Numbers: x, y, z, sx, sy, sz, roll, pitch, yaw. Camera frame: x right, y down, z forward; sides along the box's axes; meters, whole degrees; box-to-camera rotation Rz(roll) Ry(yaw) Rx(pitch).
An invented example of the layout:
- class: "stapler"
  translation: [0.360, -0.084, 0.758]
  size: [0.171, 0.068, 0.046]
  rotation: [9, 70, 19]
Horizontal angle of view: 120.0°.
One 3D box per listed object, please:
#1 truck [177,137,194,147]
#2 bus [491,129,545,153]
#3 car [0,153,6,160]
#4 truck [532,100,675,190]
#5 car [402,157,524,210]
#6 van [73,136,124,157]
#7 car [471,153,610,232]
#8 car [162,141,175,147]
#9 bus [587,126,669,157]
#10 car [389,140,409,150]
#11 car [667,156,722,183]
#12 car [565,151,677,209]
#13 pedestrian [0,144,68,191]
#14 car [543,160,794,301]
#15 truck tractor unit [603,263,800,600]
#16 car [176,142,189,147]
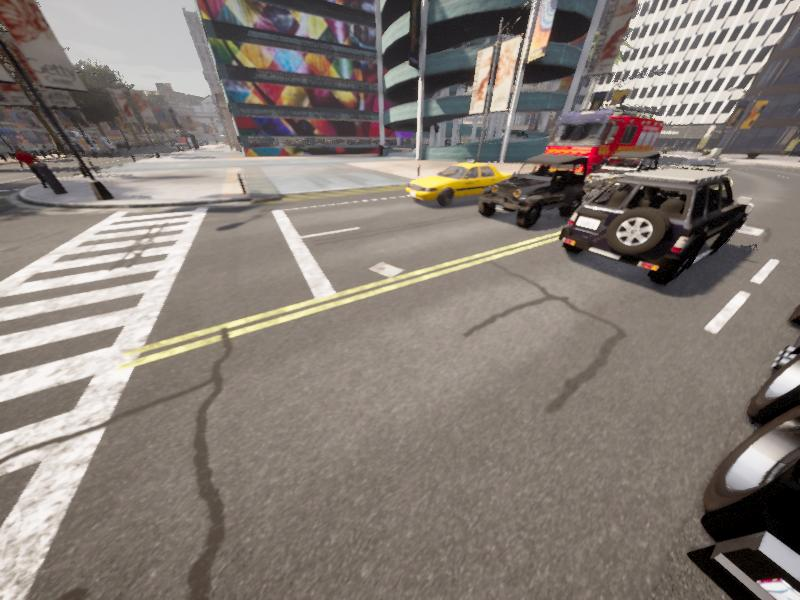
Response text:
- class: "truck"
  translation: [-71.452, -52.739, 77.038]
  size: [2.627, 2.467, 5.204]
  rotation: [-18, 39, -25]
- class: "bus"
  translation: [26.999, -36.963, 53.678]
  size: [3.944, 4.253, 10.273]
  rotation: [-15, 39, -22]
- class: "car"
  translation: [-48.531, -16.778, 26.289]
  size: [1.851, 1.617, 3.988]
  rotation: [-18, 39, -25]
- class: "truck"
  translation: [12.869, -9.654, 14.664]
  size: [8.468, 3.827, 2.891]
  rotation: [-20, 40, -27]
- class: "car"
  translation: [2.861, -5.416, 10.441]
  size: [5.366, 1.575, 1.801]
  rotation: [-18, 39, -25]
- class: "van"
  translation: [-45.996, -23.699, 35.546]
  size: [2.351, 2.431, 6.366]
  rotation: [-18, 39, -25]
- class: "car"
  translation: [4.694, -3.840, 7.919]
  size: [3.866, 1.878, 1.905]
  rotation: [-19, 39, -25]
- class: "car"
  translation: [-69.918, -47.061, 69.712]
  size: [1.845, 1.501, 3.633]
  rotation: [-19, 39, -26]
- class: "bus"
  translation: [41.475, -29.428, 42.985]
  size: [3.944, 4.253, 10.273]
  rotation: [-2, 35, -4]
- class: "car"
  translation: [-0.395, -38.833, 57.717]
  size: [2.435, 2.045, 5.566]
  rotation: [-18, 39, -25]
- class: "car"
  translation: [21.592, -9.637, 16.932]
  size: [4.718, 1.301, 1.895]
  rotation: [-27, 43, -33]
- class: "car"
  translation: [9.893, -5.562, 10.441]
  size: [3.866, 1.878, 1.905]
  rotation: [-19, 39, -25]
- class: "pedestrian"
  translation: [-17.178, -6.206, 10.840]
  size: [0.751, 1.860, 0.751]
  rotation: [1, 35, 1]
- class: "car"
  translation: [5.811, -1.878, 5.116]
  size: [4.605, 1.855, 1.932]
  rotation: [-18, 39, -25]
- class: "truck tractor unit"
  translation: [5.109, -0.301, 0.792]
  size: [6.516, 4.208, 3.053]
  rotation: [-18, 39, -24]
- class: "car"
  translation: [-67.412, -48.277, 71.685]
  size: [1.895, 1.301, 4.718]
  rotation: [-18, 39, -25]
